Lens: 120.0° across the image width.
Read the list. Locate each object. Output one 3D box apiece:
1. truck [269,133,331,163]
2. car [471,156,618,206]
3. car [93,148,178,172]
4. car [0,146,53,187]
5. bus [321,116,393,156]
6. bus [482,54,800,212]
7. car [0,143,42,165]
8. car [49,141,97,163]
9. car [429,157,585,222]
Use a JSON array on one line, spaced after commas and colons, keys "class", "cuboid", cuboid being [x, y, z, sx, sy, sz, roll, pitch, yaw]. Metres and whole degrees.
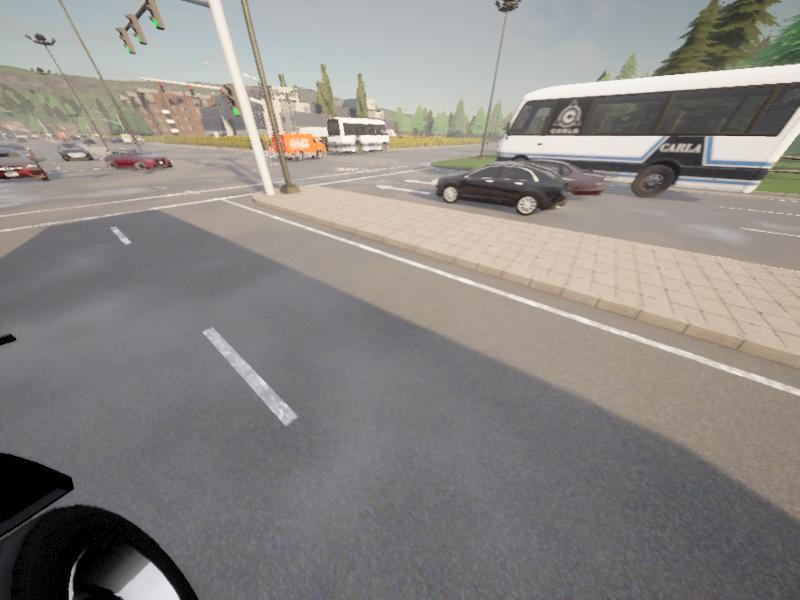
[{"class": "truck", "cuboid": [-10.653, -16.668, 25.151, 2.627, 2.467, 5.204, 23, 41, 28]}, {"class": "car", "cuboid": [6.405, -5.743, 10.796, 5.357, 1.411, 2.033, 24, 42, 30]}, {"class": "car", "cuboid": [-20.519, -10.980, 18.041, 4.181, 1.385, 1.994, 5, 36, 7]}, {"class": "car", "cuboid": [-22.479, -7.751, 13.264, 5.027, 1.651, 2.152, 24, 42, 30]}, {"class": "bus", "cuboid": [-5.940, -24.469, 34.628, 3.944, 4.253, 10.273, 24, 42, 30]}, {"class": "bus", "cuboid": [10.109, -7.723, 11.138, 10.273, 4.253, 3.944, 24, 42, 30]}, {"class": "car", "cuboid": [-37.121, -14.221, 22.370, 4.974, 1.542, 2.038, 24, 42, 30]}, {"class": "car", "cuboid": [-33.780, -15.326, 23.859, 4.856, 1.649, 2.033, 24, 42, 29]}, {"class": "car", "cuboid": [3.738, -4.418, 8.830, 4.892, 1.490, 1.837, 24, 42, 30]}]
